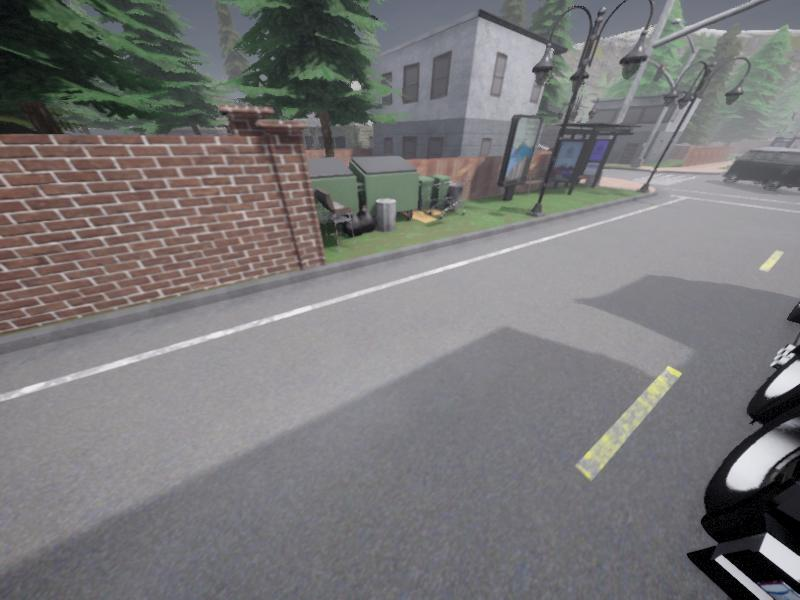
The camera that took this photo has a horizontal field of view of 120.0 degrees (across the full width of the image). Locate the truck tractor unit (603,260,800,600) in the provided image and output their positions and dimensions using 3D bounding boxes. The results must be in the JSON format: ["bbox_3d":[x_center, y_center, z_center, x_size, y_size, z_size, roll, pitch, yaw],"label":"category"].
[{"bbox_3d":[5.102,-0.310,0.789,6.516,4.208,3.053,-19,39,-24],"label":"truck tractor unit"}]

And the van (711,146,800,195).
[{"bbox_3d":[21.423,-7.474,13.176,1.775,1.987,4.442,10,36,12],"label":"van"}]

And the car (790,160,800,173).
[{"bbox_3d":[38.469,-12.763,20.872,5.566,2.045,2.150,-18,39,-25],"label":"car"}]
